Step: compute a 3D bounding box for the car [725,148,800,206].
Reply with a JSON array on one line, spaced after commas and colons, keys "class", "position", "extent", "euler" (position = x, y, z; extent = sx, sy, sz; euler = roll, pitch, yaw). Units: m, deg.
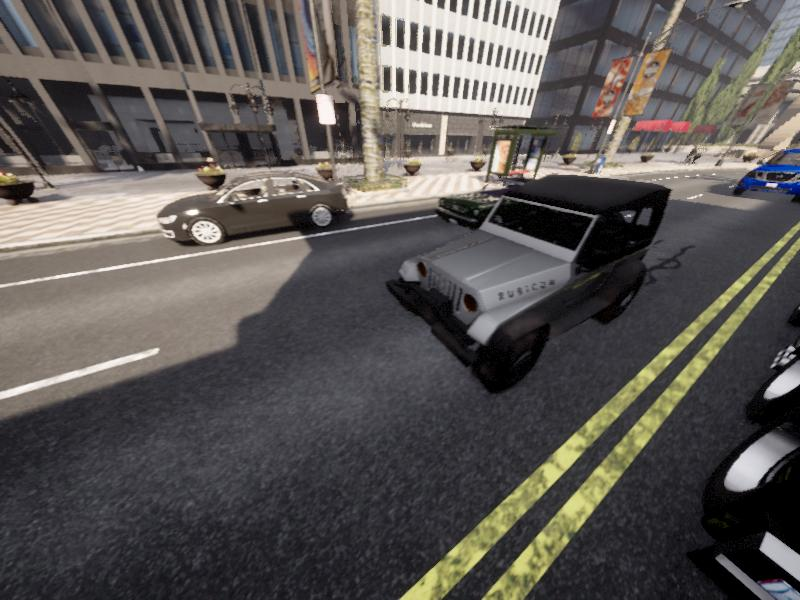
[{"class": "car", "position": [19.521, -6.296, 11.495], "extent": [5.566, 2.045, 2.150], "euler": [-17, 38, -23]}]

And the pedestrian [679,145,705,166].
[{"class": "pedestrian", "position": [31.251, -15.519, 24.748], "extent": [0.751, 1.860, 0.751], "euler": [-1, 35, -3]}]

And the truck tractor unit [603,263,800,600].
[{"class": "truck tractor unit", "position": [5.112, -0.297, 0.794], "extent": [6.516, 4.208, 3.053], "euler": [-18, 39, -24]}]

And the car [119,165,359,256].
[{"class": "car", "position": [-3.982, -2.888, 6.789], "extent": [4.892, 1.521, 2.231], "euler": [-18, 39, -24]}]

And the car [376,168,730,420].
[{"class": "car", "position": [1.880, -0.595, 3.238], "extent": [3.866, 1.878, 1.905], "euler": [-18, 39, -24]}]

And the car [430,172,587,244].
[{"class": "car", "position": [3.490, -3.180, 7.498], "extent": [4.718, 1.301, 1.895], "euler": [-18, 39, -24]}]
